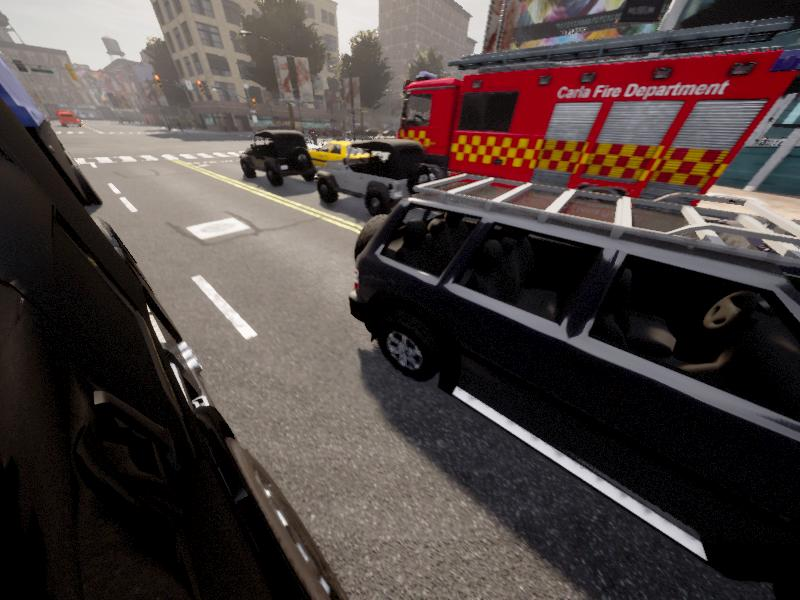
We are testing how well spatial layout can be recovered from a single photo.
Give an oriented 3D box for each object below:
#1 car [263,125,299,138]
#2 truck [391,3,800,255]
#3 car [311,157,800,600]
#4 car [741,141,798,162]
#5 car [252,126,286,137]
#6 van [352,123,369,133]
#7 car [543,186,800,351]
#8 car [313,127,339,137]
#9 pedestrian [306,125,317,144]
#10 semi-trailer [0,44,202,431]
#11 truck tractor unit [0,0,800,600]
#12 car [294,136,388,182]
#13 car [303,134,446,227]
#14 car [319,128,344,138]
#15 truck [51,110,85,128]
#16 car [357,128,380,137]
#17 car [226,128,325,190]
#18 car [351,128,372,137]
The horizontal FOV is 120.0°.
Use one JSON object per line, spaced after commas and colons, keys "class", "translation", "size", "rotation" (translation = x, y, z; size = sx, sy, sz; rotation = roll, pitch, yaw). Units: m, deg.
{"class": "car", "translation": [-20.081, -28.545, 39.094], "size": [2.242, 1.667, 4.611], "rotation": [28, 43, 30]}
{"class": "truck", "translation": [3.918, -4.907, 7.185], "size": [8.468, 3.827, 2.891], "rotation": [27, 43, 29]}
{"class": "car", "translation": [1.659, 0.177, 1.914], "size": [4.605, 1.855, 1.932], "rotation": [27, 43, 29]}
{"class": "car", "translation": [50.045, -20.371, 31.515], "size": [2.435, 2.045, 5.566], "rotation": [28, 44, 30]}
{"class": "car", "translation": [-22.994, -29.769, 40.747], "size": [1.812, 1.442, 4.674], "rotation": [29, 44, 31]}
{"class": "van", "translation": [-13.719, -59.605, 80.067], "size": [5.915, 2.561, 1.988], "rotation": [27, 43, 29]}
{"class": "car", "translation": [5.245, -0.577, 3.604], "size": [4.718, 1.301, 1.895], "rotation": [25, 42, 27]}
{"class": "car", "translation": [-15.341, -35.070, 48.165], "size": [2.007, 1.525, 4.514], "rotation": [28, 44, 30]}
{"class": "pedestrian", "translation": [-11.283, -21.186, 29.594], "size": [0.751, 1.860, 0.751], "rotation": [-29, 47, -35]}
{"class": "semi-trailer", "translation": [-8.711, -3.589, 4.228], "size": [14.254, 4.402, 2.717], "rotation": [28, 44, 30]}
{"class": "truck tractor unit", "translation": [-2.645, -0.295, 0.351], "size": [6.516, 4.208, 3.053], "rotation": [28, 44, 30]}
{"class": "car", "translation": [-3.244, -7.756, 12.445], "size": [5.366, 1.575, 1.801], "rotation": [28, 44, 30]}
{"class": "car", "translation": [-0.874, -3.919, 7.212], "size": [3.866, 1.878, 1.905], "rotation": [27, 44, 29]}
{"class": "car", "translation": [-13.509, -32.995, 45.636], "size": [1.994, 1.385, 4.181], "rotation": [28, 44, 30]}
{"class": "truck", "translation": [-61.955, -33.861, 43.147], "size": [5.204, 2.467, 2.627], "rotation": [28, 44, 30]}
{"class": "car", "translation": [-7.049, -37.535, 51.924], "size": [2.128, 1.511, 4.902], "rotation": [28, 44, 30]}
{"class": "car", "translation": [-5.404, -6.296, 10.120], "size": [3.866, 1.878, 1.905], "rotation": [27, 43, 29]}
{"class": "car", "translation": [-8.909, -39.546, 54.511], "size": [1.837, 1.490, 4.892], "rotation": [27, 43, 29]}
